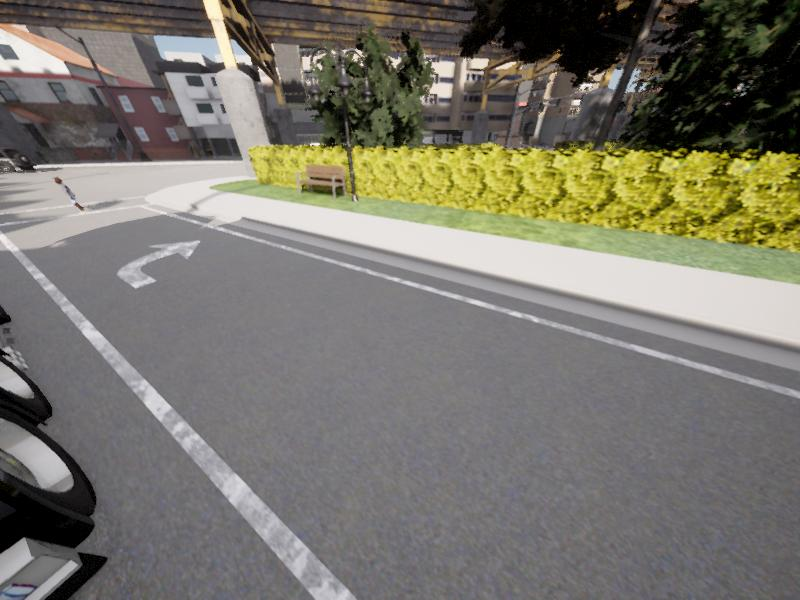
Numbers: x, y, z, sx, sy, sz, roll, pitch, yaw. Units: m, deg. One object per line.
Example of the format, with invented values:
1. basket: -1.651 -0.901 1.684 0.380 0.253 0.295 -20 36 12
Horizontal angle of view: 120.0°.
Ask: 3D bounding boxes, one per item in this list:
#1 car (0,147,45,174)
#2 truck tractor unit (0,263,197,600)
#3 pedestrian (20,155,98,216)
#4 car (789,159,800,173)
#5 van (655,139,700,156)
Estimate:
1. car: -34.767 -11.997 19.864 3.866 1.878 1.905 -9 36 -12
2. truck tractor unit: -5.117 -0.291 0.794 6.516 4.208 3.053 18 39 25
3. pedestrian: -12.260 -4.160 8.408 0.751 1.860 0.751 28 44 35
4. car: 32.366 -9.516 15.979 2.152 1.651 5.027 -8 36 -11
5. van: 43.617 -24.055 36.400 4.480 2.038 2.069 -9 36 -12
